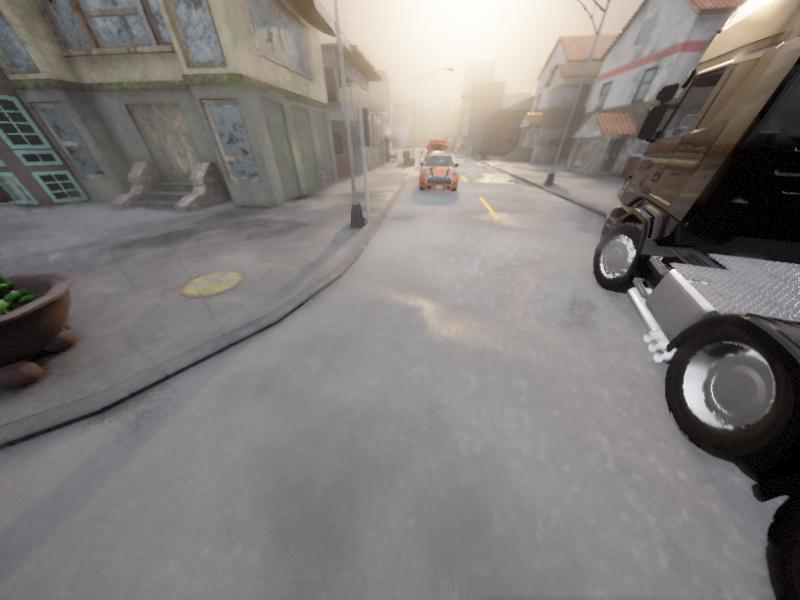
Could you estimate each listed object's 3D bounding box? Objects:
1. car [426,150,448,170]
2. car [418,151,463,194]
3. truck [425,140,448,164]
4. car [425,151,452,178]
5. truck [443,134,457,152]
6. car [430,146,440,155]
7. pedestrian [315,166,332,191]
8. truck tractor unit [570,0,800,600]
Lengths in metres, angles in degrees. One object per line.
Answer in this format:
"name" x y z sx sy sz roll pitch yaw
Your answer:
"car" 3.891 -15.028 24.595 2.038 1.542 4.974 4 35 6
"car" 2.299 -7.645 13.614 2.097 1.767 4.553 4 35 6
"truck" 4.816 -19.751 30.636 2.627 2.467 5.204 4 35 6
"car" 3.082 -11.266 19.052 1.851 1.617 3.988 4 35 6
"truck" 13.902 -44.014 64.768 2.891 3.827 8.468 4 35 6
"car" 7.597 -32.368 49.959 2.033 1.411 5.357 4 35 6
"pedestrian" -3.996 -6.341 12.089 0.500 1.100 0.500 4 35 6
"truck tractor unit" 4.222 -0.755 1.440 3.053 4.208 6.516 14 37 19
